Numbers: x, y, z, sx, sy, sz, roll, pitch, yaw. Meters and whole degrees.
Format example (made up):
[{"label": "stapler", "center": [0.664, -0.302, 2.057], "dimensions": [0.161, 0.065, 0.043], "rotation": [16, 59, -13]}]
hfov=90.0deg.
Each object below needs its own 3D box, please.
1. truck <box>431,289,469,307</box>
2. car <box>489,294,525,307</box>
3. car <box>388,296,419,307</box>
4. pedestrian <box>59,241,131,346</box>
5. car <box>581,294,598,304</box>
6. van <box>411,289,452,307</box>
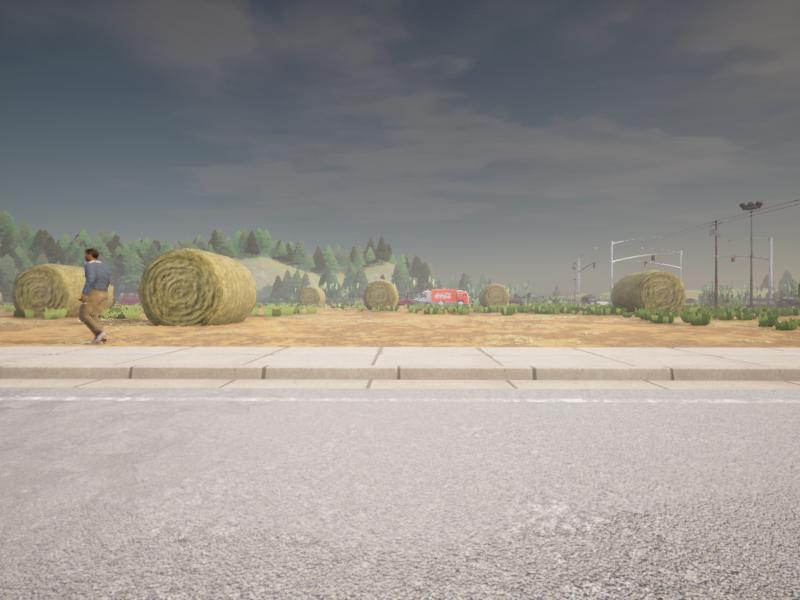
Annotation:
[{"label": "truck", "center": [6.916, -0.254, 55.710], "dimensions": [5.204, 2.467, 2.627], "rotation": [0, 0, 5]}, {"label": "car", "center": [14.698, 0.086, 55.080], "dimensions": [4.553, 1.767, 2.097], "rotation": [0, 0, 5]}, {"label": "car", "center": [0.491, 0.246, 56.231], "dimensions": [4.193, 1.474, 1.816], "rotation": [0, 0, 5]}, {"label": "pedestrian", "center": [-5.615, -0.115, 7.411], "dimensions": [0.751, 1.860, 0.751], "rotation": [0, 0, 1]}, {"label": "car", "center": [34.275, -0.185, 72.432], "dimensions": [1.789, 1.549, 3.705], "rotation": [0, 3, 7]}, {"label": "van", "center": [4.699, -0.286, 59.410], "dimensions": [5.915, 2.561, 1.988], "rotation": [0, 0, 5]}]
